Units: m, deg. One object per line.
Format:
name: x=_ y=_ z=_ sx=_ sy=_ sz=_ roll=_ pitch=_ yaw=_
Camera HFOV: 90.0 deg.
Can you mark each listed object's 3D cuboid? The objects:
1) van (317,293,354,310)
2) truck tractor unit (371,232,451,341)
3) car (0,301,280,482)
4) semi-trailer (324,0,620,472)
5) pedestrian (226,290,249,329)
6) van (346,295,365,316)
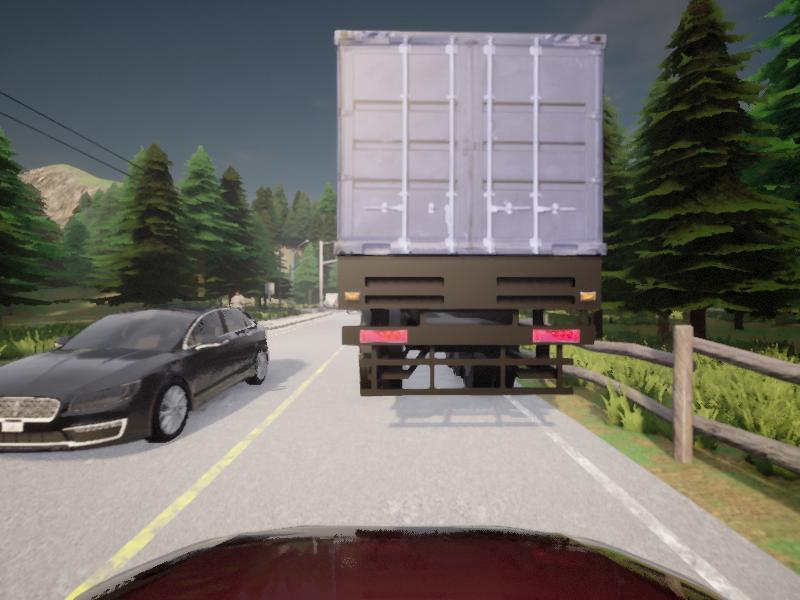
van: x=-9.940 y=0.243 z=61.219 sx=6.366 sy=2.431 sz=2.351 roll=0 pitch=0 yaw=45
truck tractor unit: x=0.350 y=-0.559 z=18.691 sx=3.053 sy=4.208 sz=6.516 roll=0 pitch=1 yaw=-1
car: x=-3.469 y=0.826 z=6.012 sx=1.837 sy=1.490 sz=4.892 roll=0 pitch=1 yaw=0
semi-trailer: x=0.521 y=-0.638 z=10.783 sx=2.717 sy=4.402 sz=14.254 roll=0 pitch=0 yaw=-1
pedestrian: x=-7.841 y=0.448 z=19.348 sx=0.751 sy=1.860 sz=0.751 roll=0 pitch=0 yaw=6
van: x=-4.514 y=0.512 z=40.861 sx=1.775 sy=1.987 sz=4.442 roll=0 pitch=0 yaw=-5
